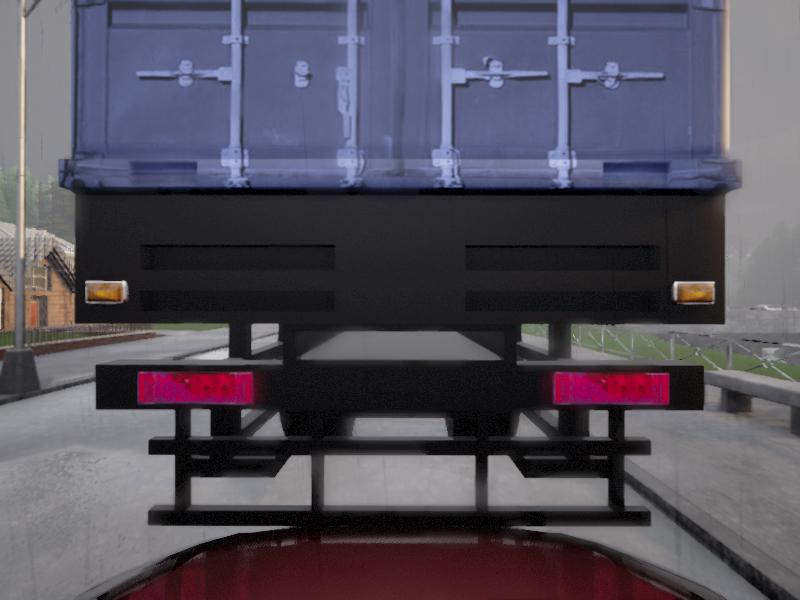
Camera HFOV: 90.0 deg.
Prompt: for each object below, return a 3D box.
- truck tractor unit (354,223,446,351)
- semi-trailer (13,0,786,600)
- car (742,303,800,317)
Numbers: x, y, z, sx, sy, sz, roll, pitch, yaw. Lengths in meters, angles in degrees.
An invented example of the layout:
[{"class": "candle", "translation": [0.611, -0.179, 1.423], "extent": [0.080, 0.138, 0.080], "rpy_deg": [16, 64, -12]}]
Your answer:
[{"class": "truck tractor unit", "translation": [0.004, -0.430, 16.457], "extent": [3.053, 4.208, 6.516], "rpy_deg": [0, 0, 0]}, {"class": "semi-trailer", "translation": [0.003, -0.576, 8.545], "extent": [2.717, 4.402, 14.254], "rpy_deg": [0, 0, 0]}, {"class": "car", "translation": [42.324, 1.159, 45.508], "extent": [4.974, 1.542, 2.038], "rpy_deg": [0, 0, 0]}]
